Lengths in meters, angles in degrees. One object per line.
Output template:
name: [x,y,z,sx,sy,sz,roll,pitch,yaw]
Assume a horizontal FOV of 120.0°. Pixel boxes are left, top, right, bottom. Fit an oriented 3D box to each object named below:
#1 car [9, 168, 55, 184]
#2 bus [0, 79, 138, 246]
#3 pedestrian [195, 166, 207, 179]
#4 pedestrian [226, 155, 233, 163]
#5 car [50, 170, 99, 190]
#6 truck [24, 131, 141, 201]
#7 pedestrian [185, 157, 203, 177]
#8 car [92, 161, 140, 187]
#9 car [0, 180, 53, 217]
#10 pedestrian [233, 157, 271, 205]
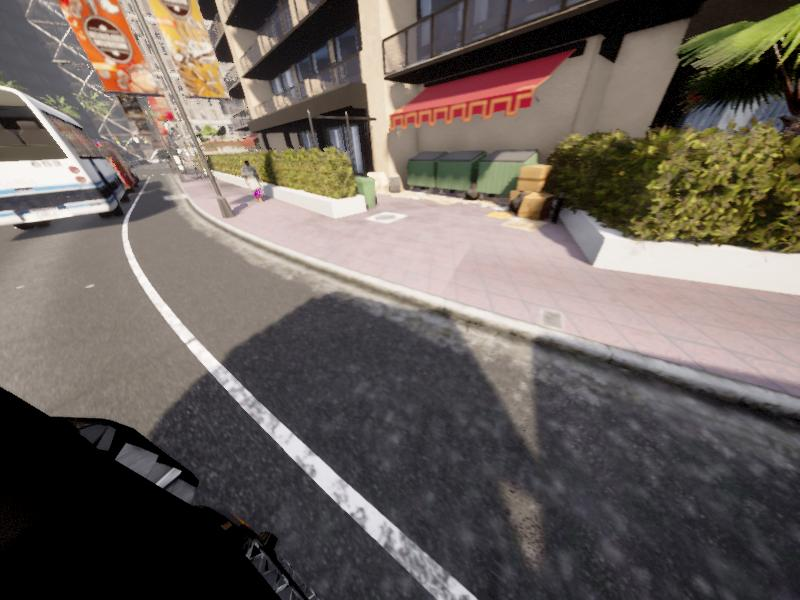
car: [-51.972,-17.628,32.788,1.930,1.638,5.238,-28,41,-32]
bus: [-15.840,-5.982,10.257,3.944,4.253,10.273,-29,42,-33]
pedestrian: [-20.913,-13.402,24.235,0.500,1.100,0.500,-29,41,-33]
pedestrian: [-47.387,-39.192,64.083,0.751,1.860,0.751,23,42,33]
car: [-33.888,-12.649,24.199,1.994,1.385,4.181,-28,41,-32]
truck: [-23.802,-10.592,18.137,2.891,3.827,8.468,-28,41,-32]
pedestrian: [-23.177,-14.963,26.057,0.751,1.860,0.751,27,44,37]
car: [-30.316,-13.740,24.939,2.150,2.045,5.566,-28,41,-32]
car: [-21.951,-5.604,12.756,1.994,1.385,4.181,-28,41,-32]
pedestrian: [-6.794,-5.503,10.670,0.751,1.860,0.751,-28,41,-33]
